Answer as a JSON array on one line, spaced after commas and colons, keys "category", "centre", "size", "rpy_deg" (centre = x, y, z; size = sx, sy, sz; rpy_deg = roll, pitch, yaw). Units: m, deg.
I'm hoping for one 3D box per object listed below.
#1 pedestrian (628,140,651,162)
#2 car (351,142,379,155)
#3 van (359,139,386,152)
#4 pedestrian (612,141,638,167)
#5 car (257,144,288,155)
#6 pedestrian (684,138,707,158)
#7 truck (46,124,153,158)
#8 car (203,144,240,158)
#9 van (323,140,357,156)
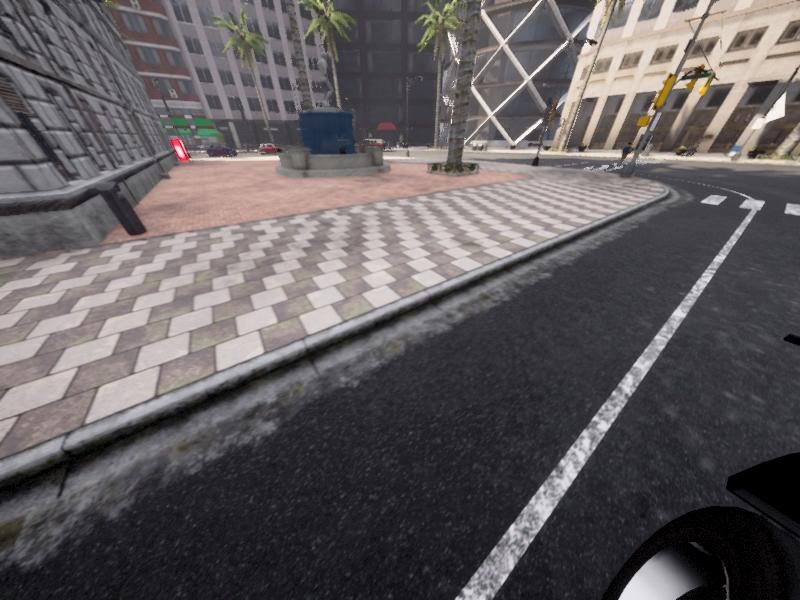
[{"category": "pedestrian", "centre": [24.629, -15.302, 23.752], "size": [0.751, 1.860, 0.751], "rpy_deg": [-20, 40, -26]}, {"category": "car", "centre": [-5.633, -24.547, 37.361], "size": [3.988, 1.617, 1.851], "rpy_deg": [5, 35, 8]}, {"category": "van", "centre": [-5.012, -28.616, 42.796], "size": [4.442, 1.987, 1.775], "rpy_deg": [6, 36, 9]}, {"category": "pedestrian", "centre": [19.522, -12.675, 20.067], "size": [0.751, 1.860, 0.751], "rpy_deg": [-24, 41, -29]}, {"category": "car", "centre": [-20.503, -24.294, 37.235], "size": [3.806, 1.475, 1.970], "rpy_deg": [-7, 36, -9]}, {"category": "pedestrian", "centre": [33.327, -17.160, 26.052], "size": [0.751, 1.860, 0.751], "rpy_deg": [23, 41, 29]}, {"category": "truck", "centre": [-43.852, -23.597, 34.398], "size": [8.468, 3.827, 2.891], "rpy_deg": [-22, 40, -27]}, {"category": "car", "centre": [-25.591, -21.463, 33.213], "size": [3.633, 1.501, 1.845], "rpy_deg": [-12, 37, -16]}, {"category": "van", "centre": [-8.942, -22.902, 34.726], "size": [4.442, 1.987, 1.775], "rpy_deg": [2, 35, 3]}]
